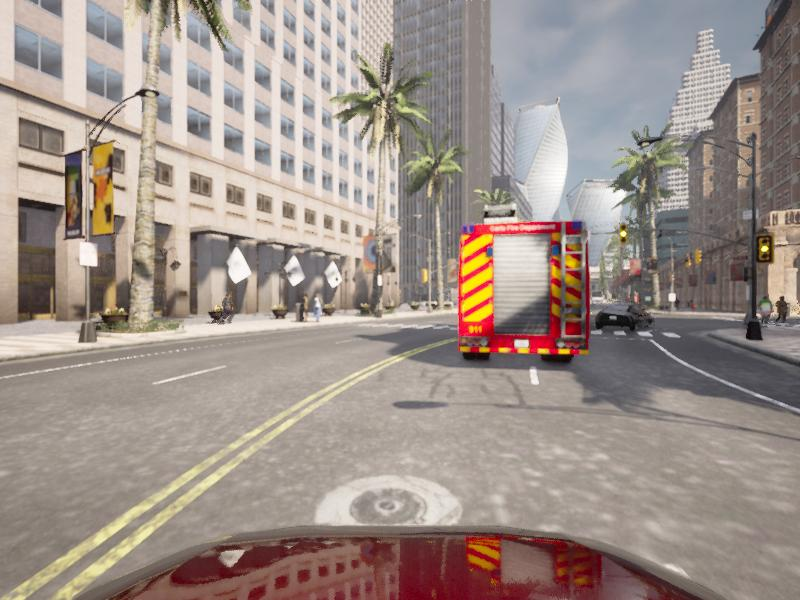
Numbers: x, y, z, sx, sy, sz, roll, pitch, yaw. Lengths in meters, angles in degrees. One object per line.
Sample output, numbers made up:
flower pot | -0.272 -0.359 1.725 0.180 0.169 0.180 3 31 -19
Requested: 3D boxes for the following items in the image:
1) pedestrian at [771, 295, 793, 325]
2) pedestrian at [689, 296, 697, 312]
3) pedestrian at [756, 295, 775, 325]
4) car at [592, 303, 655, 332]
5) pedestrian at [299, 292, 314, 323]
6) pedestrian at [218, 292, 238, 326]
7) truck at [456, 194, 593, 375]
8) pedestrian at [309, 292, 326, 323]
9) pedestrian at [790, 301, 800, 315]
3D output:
pedestrian | 23.954 0.619 25.093 0.751 1.860 0.751 0 0 24
pedestrian | 32.823 0.452 44.789 0.751 1.860 0.751 0 0 39
pedestrian | 23.261 0.619 25.465 0.751 1.860 0.751 0 0 29
car | 12.447 0.889 22.143 1.994 1.385 4.181 0 0 44
pedestrian | -5.790 0.464 24.757 0.751 1.860 0.751 0 0 -28
pedestrian | -9.638 0.465 22.396 0.751 1.860 0.751 0 0 33
truck | 3.501 -0.331 12.902 2.891 3.827 8.468 0 0 11
pedestrian | -5.126 0.464 24.925 0.751 1.860 0.751 0 0 41
pedestrian | 37.835 0.738 38.072 0.751 1.300 0.751 0 0 24
